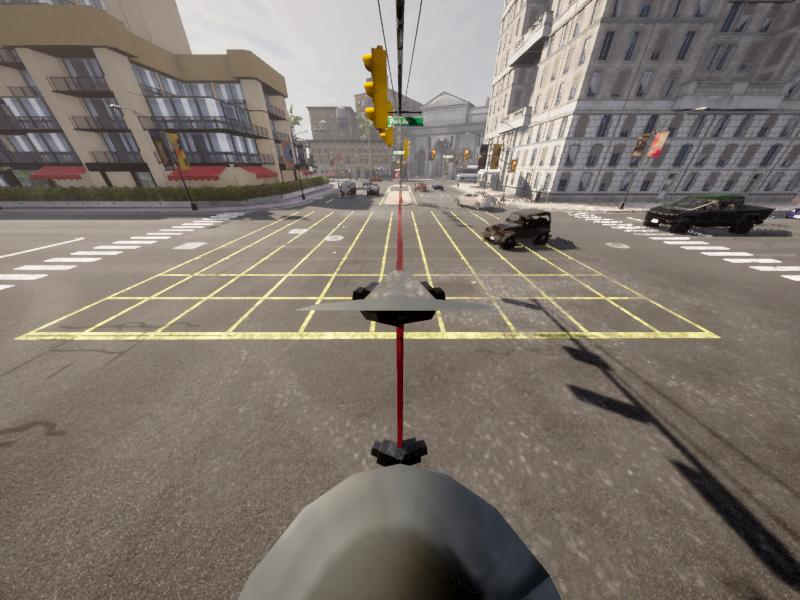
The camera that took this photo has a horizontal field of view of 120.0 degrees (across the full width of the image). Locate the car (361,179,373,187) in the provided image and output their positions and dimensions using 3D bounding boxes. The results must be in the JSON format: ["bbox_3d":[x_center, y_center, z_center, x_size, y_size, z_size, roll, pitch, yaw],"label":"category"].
[{"bbox_3d":[-7.628,-27.236,53.772,2.033,1.411,5.357,0,30,0],"label":"car"}]

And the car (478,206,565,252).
[{"bbox_3d":[6.887,-4.171,13.339,3.866,1.878,1.905,-10,31,-17],"label":"car"}]

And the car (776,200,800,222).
[{"bbox_3d":[35.956,-7.376,19.300,4.792,1.488,2.163,0,30,0],"label":"car"}]

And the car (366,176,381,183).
[{"bbox_3d":[-7.800,-36.006,68.840,3.988,1.617,1.851,10,31,16],"label":"car"}]

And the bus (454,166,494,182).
[{"bbox_3d":[21.718,-37.465,68.637,10.273,4.253,3.944,0,30,1],"label":"bus"}]

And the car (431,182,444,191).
[{"bbox_3d":[7.347,-22.364,45.445,1.895,1.301,4.718,0,30,0],"label":"car"}]

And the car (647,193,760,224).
[{"bbox_3d":[24.824,-7.613,19.147,5.566,2.045,2.150,0,30,0],"label":"car"}]

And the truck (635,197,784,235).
[{"bbox_3d":[21.066,-5.881,16.094,6.274,2.098,2.390,0,30,0],"label":"truck"}]

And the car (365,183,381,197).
[{"bbox_3d":[-4.180,-17.437,36.565,1.930,1.638,5.238,0,30,0],"label":"car"}]

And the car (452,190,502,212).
[{"bbox_3d":[8.310,-11.080,25.572,2.152,1.651,5.027,-15,33,-23],"label":"car"}]

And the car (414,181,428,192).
[{"bbox_3d":[3.838,-21.404,43.456,2.152,1.651,5.027,0,30,0],"label":"car"}]

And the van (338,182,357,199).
[{"bbox_3d":[-7.688,-16.402,34.427,1.775,1.987,4.442,0,30,0],"label":"van"}]
